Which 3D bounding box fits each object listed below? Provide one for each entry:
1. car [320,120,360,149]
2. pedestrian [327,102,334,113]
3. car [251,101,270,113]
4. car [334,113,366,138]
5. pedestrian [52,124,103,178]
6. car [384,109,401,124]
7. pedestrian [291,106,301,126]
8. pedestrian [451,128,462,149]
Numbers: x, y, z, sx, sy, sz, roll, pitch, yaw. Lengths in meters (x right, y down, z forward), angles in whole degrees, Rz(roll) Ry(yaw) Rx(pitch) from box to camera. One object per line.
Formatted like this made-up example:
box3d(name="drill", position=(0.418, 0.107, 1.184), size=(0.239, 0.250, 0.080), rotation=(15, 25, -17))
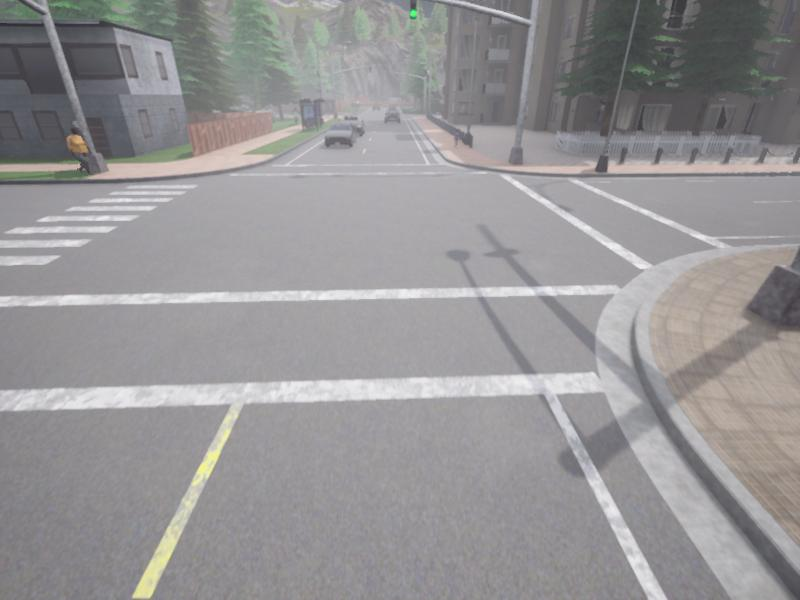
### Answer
box3d(name="car", position=(-3.993, -11.453, 27.553), size=(2.033, 1.411, 5.357), rotation=(0, 27, -1))
box3d(name="pedestrian", position=(-12.711, -35.111, 72.930), size=(0.751, 1.860, 0.751), rotation=(-21, 34, -35))
box3d(name="car", position=(-26.455, -36.662, 76.000), size=(1.932, 1.855, 4.605), rotation=(-1, 27, -2))
box3d(name="car", position=(-4.117, -14.861, 33.973), size=(2.152, 1.651, 5.027), rotation=(0, 27, -1))
box3d(name="pedestrian", position=(-12.407, -5.759, 15.456), size=(0.751, 1.860, 0.751), rotation=(4, 27, 8))
box3d(name="car", position=(-0.921, -22.878, 49.772), size=(2.038, 1.542, 4.974), rotation=(0, 27, -1))
box3d(name="pedestrian", position=(-10.966, -19.349, 42.098), size=(0.751, 1.860, 0.751), rotation=(-2, 27, -5))
box3d(name="pedestrian", position=(3.397, -9.766, 24.199), size=(0.500, 1.100, 0.500), rotation=(-1, 27, -3))
